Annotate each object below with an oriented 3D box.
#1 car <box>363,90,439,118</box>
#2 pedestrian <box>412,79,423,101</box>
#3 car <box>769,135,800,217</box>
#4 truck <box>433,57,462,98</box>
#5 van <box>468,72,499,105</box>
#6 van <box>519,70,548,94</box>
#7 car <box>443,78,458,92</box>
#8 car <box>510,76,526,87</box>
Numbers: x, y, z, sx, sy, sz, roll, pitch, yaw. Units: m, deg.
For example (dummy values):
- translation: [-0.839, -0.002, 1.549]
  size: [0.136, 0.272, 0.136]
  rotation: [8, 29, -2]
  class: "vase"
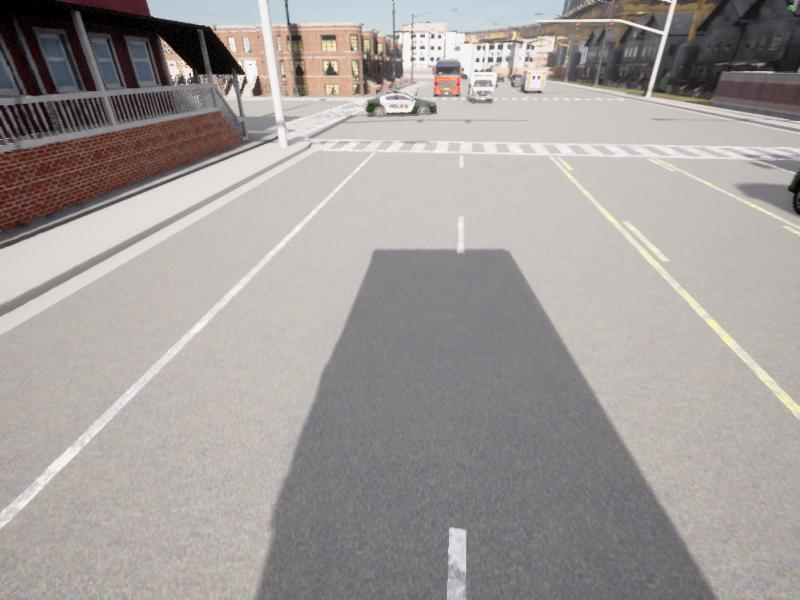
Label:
- translation: [0.039, -13.718, 27.957]
  size: [4.974, 1.542, 2.038]
  rotation: [-4, 30, -7]
  class: "car"
- translation: [1.719, -21.177, 40.318]
  size: [0.751, 1.860, 0.751]
  rotation: [-25, 38, -35]
  class: "pedestrian"
- translation: [9.979, -1.872, 7.064]
  size: [2.150, 2.045, 5.566]
  rotation: [4, 31, 7]
  class: "car"
- translation: [5.653, -25.936, 46.509]
  size: [2.891, 3.827, 8.468]
  rotation: [4, 31, 7]
  class: "truck"
- translation: [7.783, -20.083, 37.857]
  size: [2.351, 2.431, 6.366]
  rotation: [4, 31, 7]
  class: "van"
- translation: [16.959, -28.008, 51.287]
  size: [2.351, 2.431, 6.366]
  rotation: [4, 31, 7]
  class: "van"
- translation: [6.946, -29.703, 55.243]
  size: [1.837, 1.490, 4.892]
  rotation: [4, 31, 7]
  class: "car"
- translation: [19.033, -35.334, 64.649]
  size: [1.789, 1.549, 3.705]
  rotation: [4, 31, 7]
  class: "car"
